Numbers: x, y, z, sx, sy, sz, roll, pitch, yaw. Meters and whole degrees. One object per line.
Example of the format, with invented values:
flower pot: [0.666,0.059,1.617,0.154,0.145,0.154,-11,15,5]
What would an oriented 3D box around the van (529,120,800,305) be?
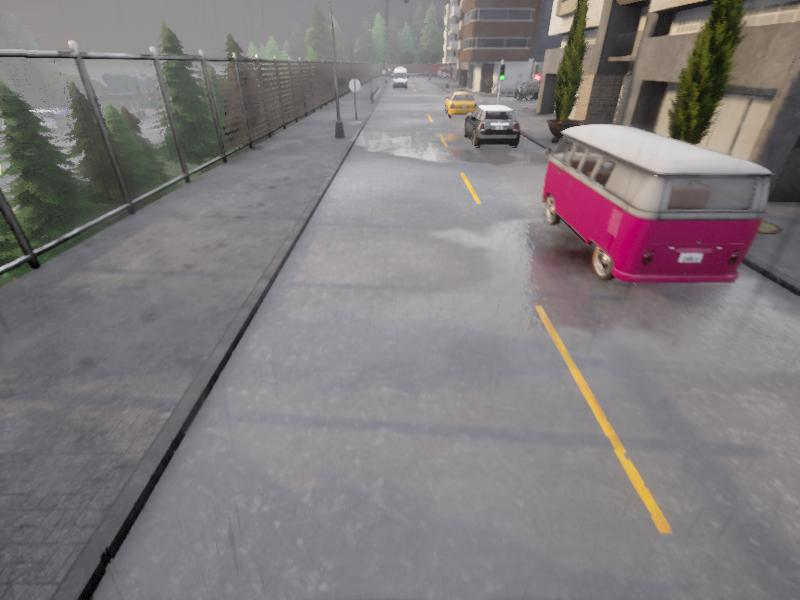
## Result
van: [4.007,-1.911,7.245,1.775,1.987,4.442,0,31,0]

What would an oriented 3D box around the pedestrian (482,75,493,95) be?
pedestrian: [9.758,-23.858,44.410,0.751,1.860,0.751,-8,31,-13]

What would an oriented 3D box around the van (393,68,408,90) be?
van: [0.038,-31.190,56.430,1.988,2.561,5.915,0,30,0]

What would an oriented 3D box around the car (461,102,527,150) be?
car: [4.011,-7.792,17.744,1.970,1.475,3.806,0,30,0]

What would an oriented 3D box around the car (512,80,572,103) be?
car: [13.190,-19.514,37.359,4.553,1.767,2.097,-5,31,-9]

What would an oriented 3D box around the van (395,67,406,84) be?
van: [0.057,-42.630,75.908,1.988,2.561,5.915,0,32,0]

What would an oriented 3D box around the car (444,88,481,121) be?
car: [4.093,-13.303,27.010,1.801,1.575,5.366,1,31,2]
